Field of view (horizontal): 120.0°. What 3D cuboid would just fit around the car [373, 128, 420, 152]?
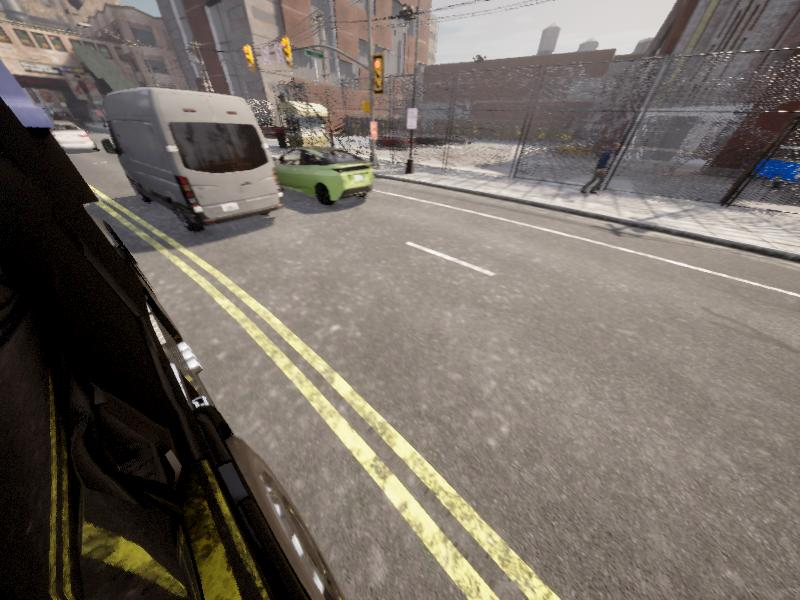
[{"bbox_3d":[-0.398,-17.360,25.006,4.553,1.767,2.185,24,42,26],"label":"car"}]

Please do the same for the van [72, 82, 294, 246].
[{"bbox_3d":[-5.760,-3.753,6.161,5.915,2.561,1.988,25,43,27],"label":"van"}]

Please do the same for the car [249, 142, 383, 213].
[{"bbox_3d":[-2.992,-4.596,8.288,4.514,1.525,2.007,26,43,28],"label":"car"}]

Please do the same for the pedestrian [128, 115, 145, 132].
[{"bbox_3d":[-37.827,-25.318,33.168,0.751,1.860,0.751,22,41,24],"label":"pedestrian"}]

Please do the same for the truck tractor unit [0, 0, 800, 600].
[{"bbox_3d":[-2.645,-0.295,0.351,6.516,4.208,3.053,28,44,30],"label":"truck tractor unit"}]

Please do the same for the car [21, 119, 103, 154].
[{"bbox_3d":[-23.270,-11.354,15.938,4.611,1.667,2.242,24,42,26],"label":"car"}]

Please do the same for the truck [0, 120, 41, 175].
[{"bbox_3d":[-19.015,-7.049,10.120,6.274,2.098,2.390,24,42,26],"label":"truck"}]

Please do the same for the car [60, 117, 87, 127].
[{"bbox_3d":[-59.349,-32.342,41.973,4.718,1.301,1.895,24,42,26],"label":"car"}]

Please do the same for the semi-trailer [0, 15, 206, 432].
[{"bbox_3d":[-8.948,-3.420,3.969,14.254,4.402,2.717,25,42,27],"label":"semi-trailer"}]

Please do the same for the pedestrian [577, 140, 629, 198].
[{"bbox_3d":[7.913,-5.125,9.066,0.751,1.860,0.751,30,45,31],"label":"pedestrian"}]

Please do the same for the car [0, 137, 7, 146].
[{"bbox_3d":[-31.595,-12.512,17.008,5.238,1.638,1.930,24,42,26],"label":"car"}]

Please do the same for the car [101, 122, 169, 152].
[{"bbox_3d":[-20.507,-12.668,17.883,4.856,1.649,2.033,24,42,26],"label":"car"}]
